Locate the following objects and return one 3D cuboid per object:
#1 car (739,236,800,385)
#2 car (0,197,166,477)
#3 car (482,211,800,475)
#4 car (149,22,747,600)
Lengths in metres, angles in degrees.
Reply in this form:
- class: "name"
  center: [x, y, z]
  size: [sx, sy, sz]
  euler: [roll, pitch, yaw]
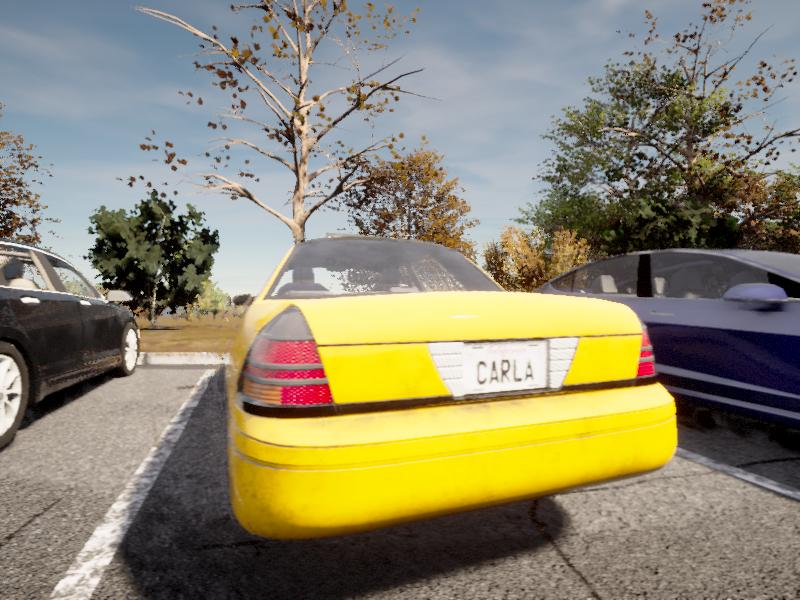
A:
- class: "car"
  center: [6.317, 0.117, 3.556]
  size: [2.185, 1.767, 4.553]
  euler: [1, -1, -20]
- class: "car"
  center: [-3.852, 0.221, 3.526]
  size: [2.231, 1.521, 4.892]
  euler: [0, -1, -20]
- class: "car"
  center: [2.947, 0.264, 3.501]
  size: [2.163, 1.488, 4.792]
  euler: [1, -1, -20]
- class: "car"
  center: [-0.528, 0.227, 3.701]
  size: [1.946, 1.575, 5.366]
  euler: [0, -1, -20]
